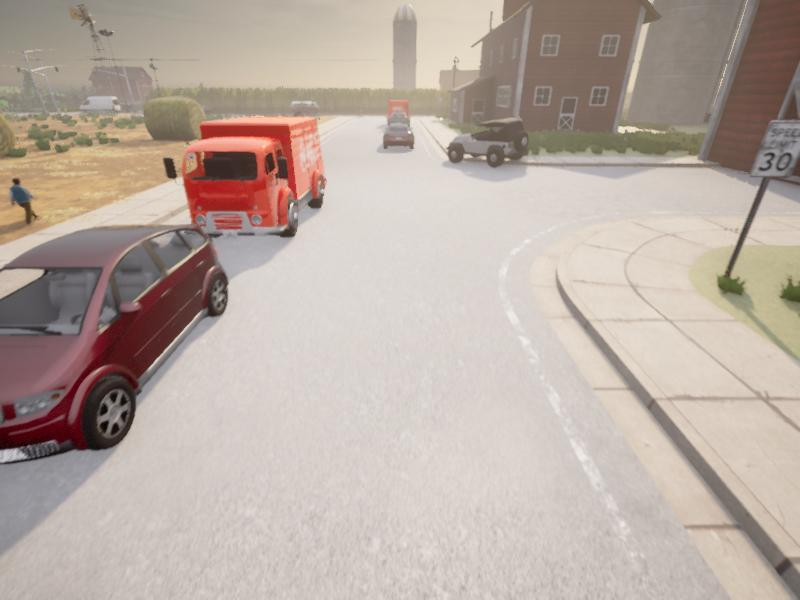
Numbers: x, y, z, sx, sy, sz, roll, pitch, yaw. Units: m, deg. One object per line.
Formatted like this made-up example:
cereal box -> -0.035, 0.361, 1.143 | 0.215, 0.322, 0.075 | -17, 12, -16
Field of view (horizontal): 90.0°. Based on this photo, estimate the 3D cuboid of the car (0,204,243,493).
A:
car -> -3.517, 0.104, 4.696 | 1.789, 1.549, 3.705 | 0, 27, 0

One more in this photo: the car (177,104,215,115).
car -> -33.027, -30.888, 64.816 | 4.974, 1.542, 2.038 | 1, 27, 0

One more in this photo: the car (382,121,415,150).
car -> -0.089, -10.798, 26.147 | 1.994, 1.385, 4.181 | 0, 27, 0

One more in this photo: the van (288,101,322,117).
van -> -14.546, -29.342, 61.421 | 4.480, 2.038, 2.069 | 1, 27, 0

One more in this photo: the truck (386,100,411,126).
truck -> -0.156, -20.966, 44.733 | 2.627, 2.467, 5.204 | 0, 27, 0

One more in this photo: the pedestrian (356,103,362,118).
pedestrian -> -5.842, -27.261, 57.557 | 0.751, 1.860, 0.751 | -4, 27, -7

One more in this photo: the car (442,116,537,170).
car -> 4.101, -7.452, 18.759 | 1.905, 1.878, 3.866 | -28, 36, -34

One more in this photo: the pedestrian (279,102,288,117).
pedestrian -> -16.348, -26.719, 56.065 | 0.751, 1.860, 0.751 | 3, 27, 4

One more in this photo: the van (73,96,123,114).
van -> -48.717, -31.464, 64.676 | 5.915, 2.561, 1.988 | -1, 27, -2

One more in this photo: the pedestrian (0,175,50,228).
pedestrian -> -8.974, -2.340, 9.508 | 0.500, 1.100, 0.500 | -5, 28, -11

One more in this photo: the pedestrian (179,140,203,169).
pedestrian -> -8.855, -6.180, 16.983 | 0.500, 1.100, 0.500 | 5, 28, 9

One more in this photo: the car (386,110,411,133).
car -> -0.127, -16.809, 37.567 | 2.152, 1.651, 5.027 | 0, 27, 0

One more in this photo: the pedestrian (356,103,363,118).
pedestrian -> -5.763, -26.979, 56.999 | 0.751, 1.860, 0.751 | -6, 28, -11

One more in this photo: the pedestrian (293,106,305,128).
pedestrian -> -9.603, -17.437, 38.052 | 0.751, 1.860, 0.751 | 1, 27, 2

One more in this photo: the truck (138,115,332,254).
truck -> -3.535, -3.281, 10.276 | 2.627, 2.467, 5.204 | 0, 27, 0
